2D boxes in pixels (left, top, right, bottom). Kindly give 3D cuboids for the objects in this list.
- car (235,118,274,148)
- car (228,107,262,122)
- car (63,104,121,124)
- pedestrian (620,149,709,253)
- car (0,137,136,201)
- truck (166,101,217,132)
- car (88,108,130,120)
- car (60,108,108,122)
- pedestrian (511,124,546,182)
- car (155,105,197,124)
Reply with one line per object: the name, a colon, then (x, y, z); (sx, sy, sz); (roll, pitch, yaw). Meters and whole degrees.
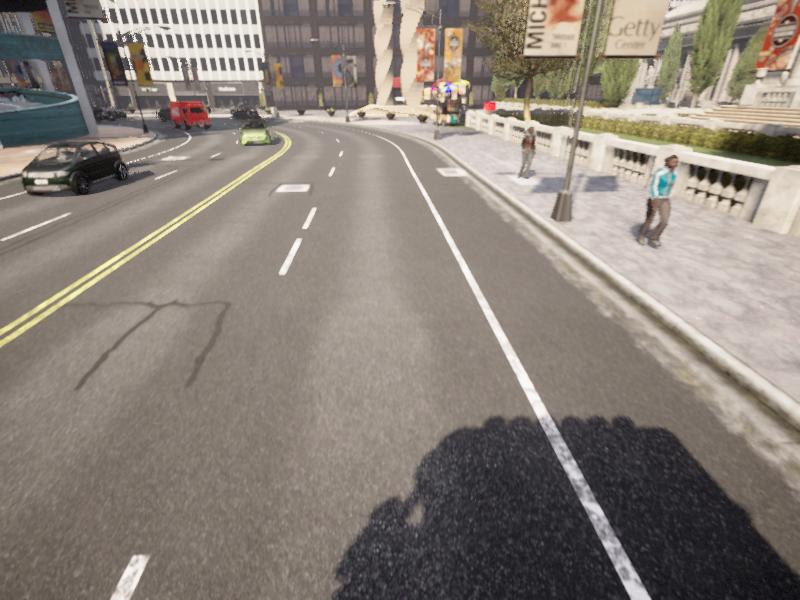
car: (-9.757, -11.416, 27.163); (2.007, 1.525, 4.514); (-7, 28, -13)
car: (-19.828, -23.802, 51.186); (3.988, 1.617, 1.851); (19, 33, 33)
car: (-37.560, -22.707, 48.786); (5.566, 2.045, 2.150); (7, 28, 14)
pedestrian: (5.118, -1.929, 7.868); (0.751, 1.860, 0.751); (0, 27, 1)
car: (-11.559, -4.783, 14.296); (1.789, 1.549, 3.705); (-2, 28, -4)
truck: (-20.266, -17.896, 38.816); (2.627, 2.467, 5.204); (-22, 34, -36)
car: (-40.558, -25.951, 55.817); (4.181, 1.385, 1.994); (3, 27, 6)
car: (-41.655, -24.427, 52.808); (4.514, 1.525, 2.007); (3, 27, 6)
pedestrian: (4.594, -5.294, 14.393); (0.751, 1.860, 0.751); (-3, 27, -5)
car: (-26.948, -22.320, 48.098); (4.605, 1.855, 1.932); (16, 31, 28)
